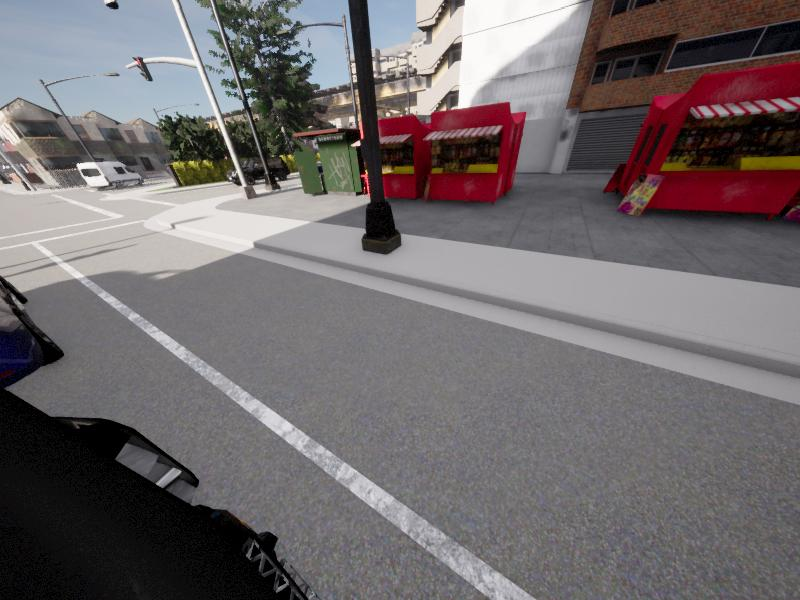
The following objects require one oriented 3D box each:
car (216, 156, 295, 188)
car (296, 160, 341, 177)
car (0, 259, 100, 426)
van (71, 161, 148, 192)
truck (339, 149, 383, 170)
[{"bbox_3d":[-13.019,-11.960,21.370,2.150,2.045,5.566,15,38,27],"label":"car"},{"bbox_3d":[-9.320,-15.286,26.770,1.895,1.301,4.718,15,38,27],"label":"car"},{"bbox_3d":[-6.373,0.267,2.729,4.792,1.488,2.163,15,38,26],"label":"car"},{"bbox_3d":[-32.783,-14.342,26.540,1.988,2.561,5.915,-11,34,-11],"label":"van"},{"bbox_3d":[-5.277,-19.614,32.247,2.390,2.098,6.274,15,38,27],"label":"truck"}]
